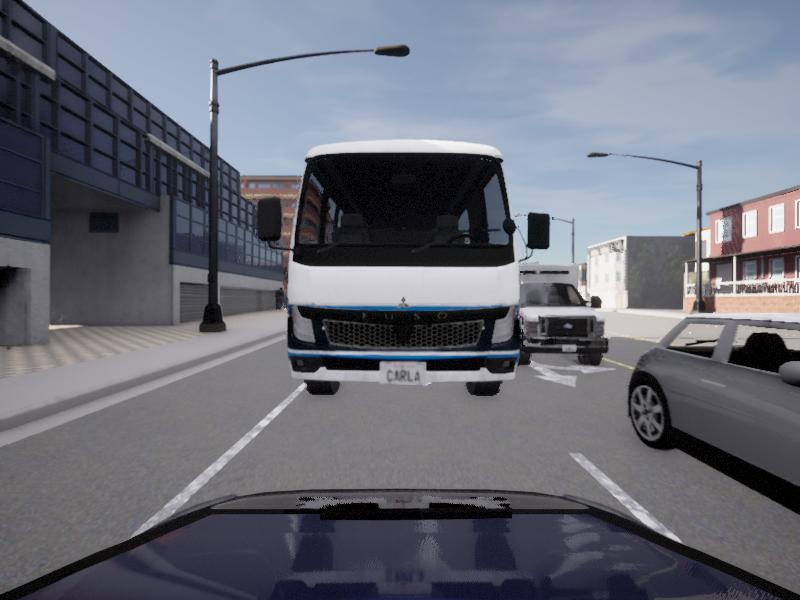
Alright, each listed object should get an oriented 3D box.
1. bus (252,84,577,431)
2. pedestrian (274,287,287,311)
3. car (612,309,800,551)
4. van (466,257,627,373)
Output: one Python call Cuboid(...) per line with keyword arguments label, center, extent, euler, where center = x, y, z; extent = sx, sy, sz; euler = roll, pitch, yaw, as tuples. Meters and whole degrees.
Cuboid(label="bus", center=(0.202, -0.637, 10.055), extent=(3.944, 4.253, 10.273), euler=(0, 1, 0))
Cuboid(label="pedestrian", center=(-9.366, -0.115, 31.430), extent=(0.751, 1.860, 0.751), euler=(0, 0, 2))
Cuboid(label="car", center=(3.531, 0.856, 2.914), extent=(1.970, 1.475, 3.806), euler=(0, 0, 1))
Cuboid(label="van", center=(3.587, 0.271, 11.589), extent=(2.351, 2.431, 6.366), euler=(0, 1, 0))
